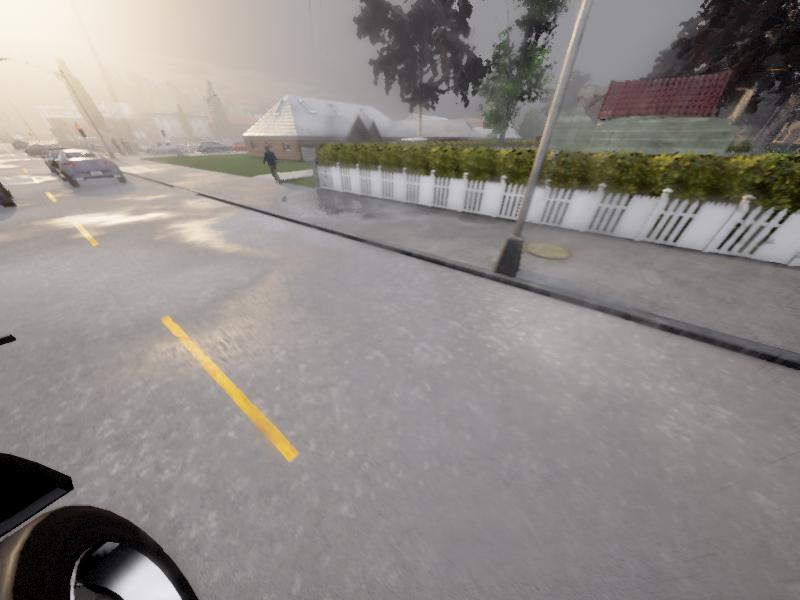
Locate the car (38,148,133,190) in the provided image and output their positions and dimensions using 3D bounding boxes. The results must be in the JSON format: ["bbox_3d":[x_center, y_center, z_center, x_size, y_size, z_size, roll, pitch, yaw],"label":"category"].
[{"bbox_3d":[-17.987,-7.621,13.208,5.027,1.651,2.152,22,41,28],"label":"car"}]

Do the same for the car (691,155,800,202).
[{"bbox_3d":[15.848,-5.088,9.623,4.181,1.381,1.994,22,41,28],"label":"car"}]

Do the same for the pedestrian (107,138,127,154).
[{"bbox_3d":[-40.887,-22.269,33.393,0.751,1.860,0.751,2,35,2],"label":"pedestrian"}]

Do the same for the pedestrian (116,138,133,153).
[{"bbox_3d":[-40.617,-22.776,34.115,0.751,1.860,0.751,20,39,25],"label":"pedestrian"}]

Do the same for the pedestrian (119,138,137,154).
[{"bbox_3d":[-39.992,-22.708,34.037,0.751,1.860,0.751,-9,36,-13],"label":"pedestrian"}]

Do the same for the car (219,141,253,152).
[{"bbox_3d":[-30.253,-28.370,42.686,2.007,1.525,4.514,22,41,28],"label":"car"}]

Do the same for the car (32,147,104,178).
[{"bbox_3d":[-23.808,-9.947,16.548,4.974,1.542,2.038,22,41,28],"label":"car"}]

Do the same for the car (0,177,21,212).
[{"bbox_3d":[-16.584,-4.264,8.405,4.611,1.667,2.242,22,41,28],"label":"car"}]

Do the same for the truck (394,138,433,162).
[{"bbox_3d":[1.503,-16.178,24.816,2.069,2.038,4.478,22,41,28],"label":"truck"}]

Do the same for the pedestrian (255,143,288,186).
[{"bbox_3d":[-6.621,-7.010,11.994,0.751,1.860,0.751,22,41,28],"label":"pedestrian"}]

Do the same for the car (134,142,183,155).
[{"bbox_3d":[-36.636,-23.121,35.178,2.007,1.525,4.514,22,40,28],"label":"car"}]

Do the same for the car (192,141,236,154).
[{"bbox_3d":[-29.893,-24.685,37.363,2.033,1.649,4.856,22,41,28],"label":"car"}]

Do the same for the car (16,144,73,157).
[{"bbox_3d":[-46.391,-19.573,30.199,4.181,1.385,1.994,5,36,6],"label":"car"}]
